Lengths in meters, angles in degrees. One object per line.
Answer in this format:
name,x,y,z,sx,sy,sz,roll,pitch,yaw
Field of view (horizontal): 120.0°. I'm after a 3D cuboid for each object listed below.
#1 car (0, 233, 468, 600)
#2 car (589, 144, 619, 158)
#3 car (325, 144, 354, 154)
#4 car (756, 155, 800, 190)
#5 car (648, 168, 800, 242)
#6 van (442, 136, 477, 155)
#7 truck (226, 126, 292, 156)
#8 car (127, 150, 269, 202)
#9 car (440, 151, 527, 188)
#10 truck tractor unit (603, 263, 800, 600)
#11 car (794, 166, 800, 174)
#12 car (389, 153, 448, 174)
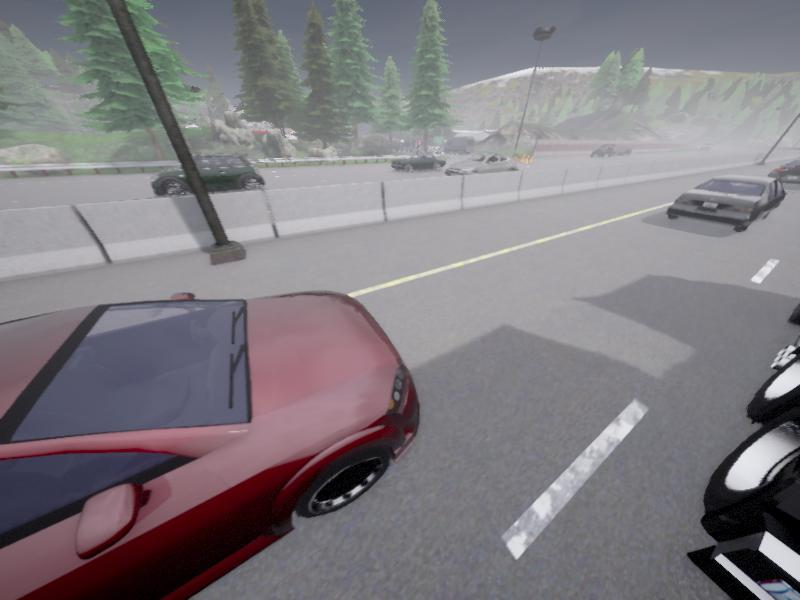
car,-1.919,0.847,1.576,4.181,1.385,1.994,-18,39,-24
car,33.990,-24.891,38.491,3.866,1.878,1.905,-18,39,-24
car,-11.826,-29.733,45.319,5.008,1.535,1.882,-18,39,-24
car,25.311,-8.075,14.534,4.974,1.542,2.038,-18,39,-24
car,11.350,-3.476,7.903,5.357,1.411,2.033,-18,39,-24
van,10.125,-26.667,39.904,1.988,2.561,5.915,-18,39,-25
truck,-23.555,-26.874,39.092,8.468,3.827,2.891,-18,39,-24
car,-9.251,-6.171,11.230,4.553,1.767,2.097,-18,39,-24
car,5.370,-8.549,14.942,5.027,1.651,2.152,-18,39,-24
truck tractor unit,5.109,-0.301,0.795,6.516,4.208,3.053,-18,39,-24
car,38.302,-12.298,20.738,4.974,1.542,2.038,-18,39,-24
car,1.591,-11.799,19.868,4.718,1.301,1.895,-18,39,-24
